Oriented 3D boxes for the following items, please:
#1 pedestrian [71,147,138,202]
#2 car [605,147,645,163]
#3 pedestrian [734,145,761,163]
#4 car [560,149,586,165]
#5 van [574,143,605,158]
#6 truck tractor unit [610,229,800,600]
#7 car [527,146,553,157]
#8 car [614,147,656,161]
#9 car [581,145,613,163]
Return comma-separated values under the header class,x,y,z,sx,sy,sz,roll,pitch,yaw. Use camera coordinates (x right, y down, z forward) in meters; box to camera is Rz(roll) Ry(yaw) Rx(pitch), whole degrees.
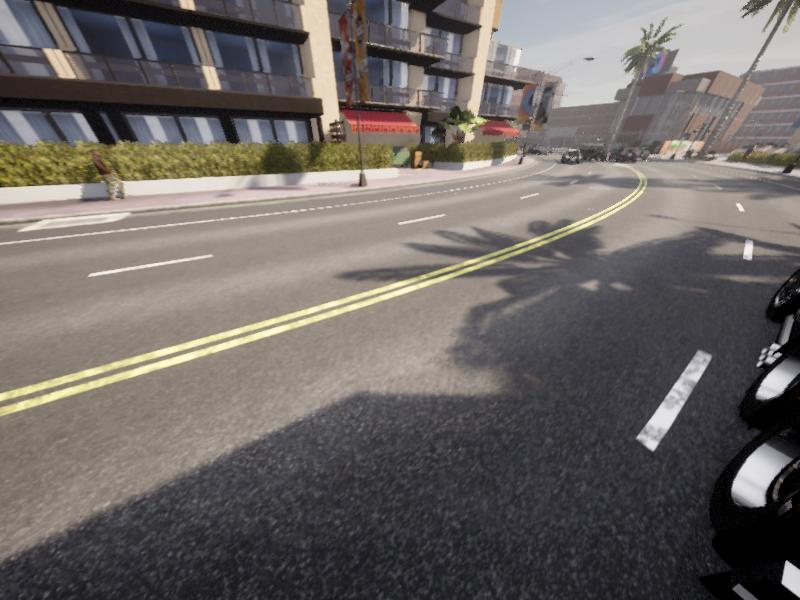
class,x,y,z,sx,sy,sz,roll,pitch,yaw
pedestrian,-11.737,-5.023,9.275,0.751,1.860,0.751,-18,39,-24
car,30.363,-19.757,31.397,2.242,1.667,4.611,13,37,17
pedestrian,42.340,-17.794,28.168,0.751,1.860,0.751,15,37,20
car,20.907,-17.395,28.074,1.970,1.475,3.806,17,38,22
van,32.731,-25.905,40.032,1.775,1.987,4.442,4,35,5
truck tractor unit,5.044,-0.359,0.882,6.516,4.208,3.053,-21,39,-27
car,26.095,-27.882,43.273,1.837,1.490,4.892,0,35,-1
car,35.263,-22.158,34.949,2.152,1.651,5.027,8,35,11
car,26.983,-20.190,31.802,1.905,1.878,3.866,13,36,17
